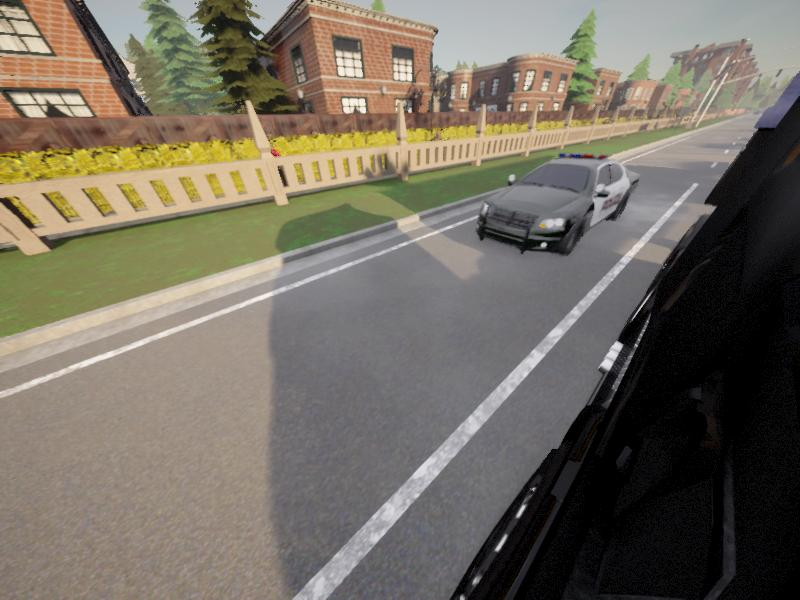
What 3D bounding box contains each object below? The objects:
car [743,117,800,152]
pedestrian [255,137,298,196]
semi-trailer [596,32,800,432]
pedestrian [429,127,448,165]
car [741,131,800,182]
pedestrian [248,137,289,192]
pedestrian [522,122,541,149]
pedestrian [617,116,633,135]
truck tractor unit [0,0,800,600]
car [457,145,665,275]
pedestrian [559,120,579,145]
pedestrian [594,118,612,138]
[{"bbox_3d":[25.471,-11.135,15.447,5.027,1.651,2.152,-28,43,-29],"label":"car"},{"bbox_3d":[-4.719,-5.136,8.933,0.751,1.860,0.751,-28,44,-29],"label":"pedestrian"},{"bbox_3d":[8.782,-3.556,4.130,14.254,4.402,2.717,-27,43,-29],"label":"semi-trailer"},{"bbox_3d":[2.340,-9.465,14.229,0.751,1.860,0.751,-28,44,-30],"label":"pedestrian"},{"bbox_3d":[15.995,-5.872,9.298,4.181,1.385,1.994,-27,42,-29],"label":"car"},{"bbox_3d":[-5.457,-5.634,9.643,0.751,1.860,0.751,-27,43,-29],"label":"pedestrian"},{"bbox_3d":[11.471,-14.396,20.198,0.751,1.860,0.751,-26,43,-28],"label":"pedestrian"},{"bbox_3d":[29.457,-22.857,30.278,0.751,1.860,0.751,-28,44,-30],"label":"pedestrian"},{"bbox_3d":[2.645,-0.295,0.351,6.516,4.208,3.053,-28,44,-30],"label":"truck tractor unit"},{"bbox_3d":[3.857,-2.525,5.480,4.974,1.542,2.038,-28,43,-29],"label":"car"},{"bbox_3d":[15.957,-15.870,21.868,0.751,1.860,0.751,-27,43,-28],"label":"pedestrian"},{"bbox_3d":[23.080,-19.564,26.314,0.751,1.860,0.751,-27,43,-29],"label":"pedestrian"}]
